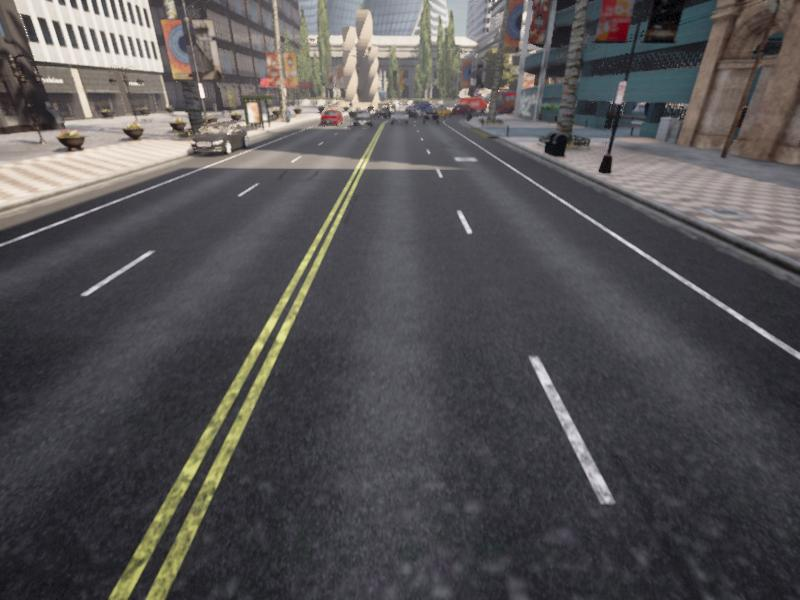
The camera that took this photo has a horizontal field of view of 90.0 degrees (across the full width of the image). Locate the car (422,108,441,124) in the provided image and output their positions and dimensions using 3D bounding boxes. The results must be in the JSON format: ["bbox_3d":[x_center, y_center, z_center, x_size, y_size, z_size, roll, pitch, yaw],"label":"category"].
[{"bbox_3d":[3.647,-21.549,46.799,2.128,1.511,4.902,2,27,3],"label":"car"}]

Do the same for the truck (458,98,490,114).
[{"bbox_3d":[13.065,-34.189,70.406,5.204,2.467,2.627,-20,34,-34],"label":"truck"}]

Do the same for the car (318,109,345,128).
[{"bbox_3d":[-7.072,-18.964,41.601,1.882,1.535,5.008,1,27,0],"label":"car"}]

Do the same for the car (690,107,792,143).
[{"bbox_3d":[24.729,-12.964,29.440,2.435,2.045,5.566,0,27,0],"label":"car"}]

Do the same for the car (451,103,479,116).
[{"bbox_3d":[10.344,-30.255,63.485,2.097,1.767,4.553,21,34,35],"label":"car"}]

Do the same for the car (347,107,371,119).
[{"bbox_3d":[-5.607,-25.862,55.268,1.895,1.301,4.718,7,28,12],"label":"car"}]

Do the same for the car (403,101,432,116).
[{"bbox_3d":[2.936,-31.163,64.863,2.150,2.045,5.566,17,31,28],"label":"car"}]

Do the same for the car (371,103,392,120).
[{"bbox_3d":[-2.436,-25.146,53.276,1.905,1.878,3.866,6,28,10],"label":"car"}]

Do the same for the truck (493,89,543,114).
[{"bbox_3d":[20.962,-35.319,71.230,8.468,3.827,2.891,-14,30,-25],"label":"truck"}]

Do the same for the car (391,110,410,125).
[{"bbox_3d":[0.065,-21.026,45.967,1.895,1.301,4.718,2,27,3],"label":"car"}]

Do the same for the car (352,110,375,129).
[{"bbox_3d":[-3.592,-18.050,39.981,1.812,1.442,4.674,0,27,0],"label":"car"}]

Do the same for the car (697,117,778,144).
[{"bbox_3d":[24.727,-12.589,29.568,2.007,1.523,4.514,0,27,0],"label":"car"}]

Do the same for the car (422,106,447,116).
[{"bbox_3d":[5.472,-29.651,62.768,1.895,1.301,4.718,17,31,28],"label":"car"}]

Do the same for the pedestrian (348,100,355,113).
[{"bbox_3d":[-8.065,-32.112,66.355,0.751,1.860,0.751,12,29,21],"label":"pedestrian"}]

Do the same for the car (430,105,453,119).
[{"bbox_3d":[5.919,-26.441,56.247,1.801,1.575,5.366,10,29,18],"label":"car"}]

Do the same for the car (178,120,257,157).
[{"bbox_3d":[-10.156,-9.285,22.785,2.231,1.521,4.892,0,27,0],"label":"car"}]

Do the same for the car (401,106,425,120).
[{"bbox_3d":[1.897,-25.928,55.247,2.038,1.542,4.974,8,28,15],"label":"car"}]
